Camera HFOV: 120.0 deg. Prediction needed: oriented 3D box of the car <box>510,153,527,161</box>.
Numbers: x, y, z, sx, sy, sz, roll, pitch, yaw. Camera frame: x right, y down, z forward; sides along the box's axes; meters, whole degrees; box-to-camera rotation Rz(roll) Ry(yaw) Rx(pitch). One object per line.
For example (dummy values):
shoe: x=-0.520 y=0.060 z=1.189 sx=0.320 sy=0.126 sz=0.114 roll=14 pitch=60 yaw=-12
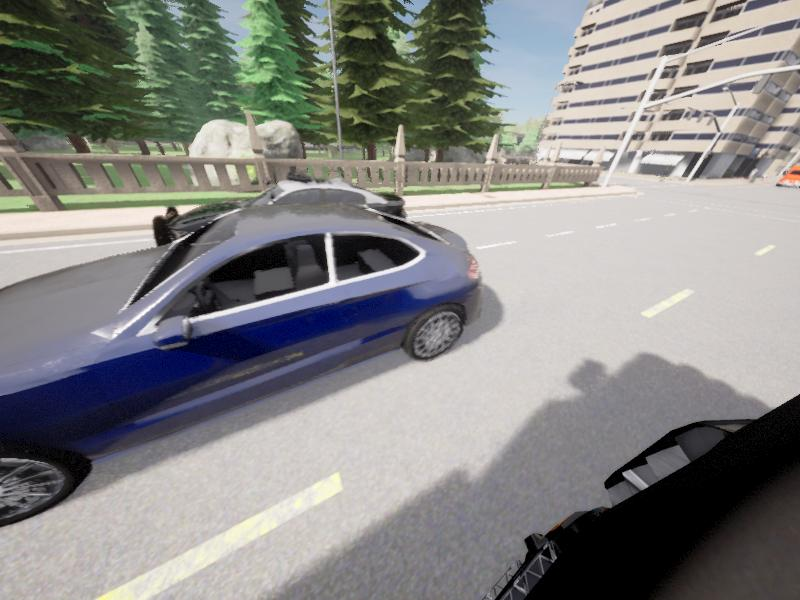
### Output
car: x=41.924 y=-50.491 z=81.679 sx=5.566 sy=2.045 sz=2.150 roll=-14 pitch=37 yaw=-24

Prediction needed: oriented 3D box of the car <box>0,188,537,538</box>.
car: x=-1.358 y=-0.118 z=2.578 sx=5.027 sy=1.651 sz=2.152 roll=-14 pitch=37 yaw=-24

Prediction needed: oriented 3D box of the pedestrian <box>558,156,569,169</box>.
pedestrian: x=29.951 y=-25.174 z=42.314 sx=0.751 sy=1.860 sz=0.751 roll=-14 pitch=37 yaw=-23

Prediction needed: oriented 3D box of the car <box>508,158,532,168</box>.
car: x=22.878 y=-26.326 z=44.252 sx=1.994 sy=1.385 sz=4.181 roll=-1 pitch=34 yaw=-6

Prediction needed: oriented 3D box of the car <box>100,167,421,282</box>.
car: x=-2.316 y=-2.063 z=5.422 sx=5.238 sy=1.638 sz=1.930 roll=-14 pitch=37 yaw=-24

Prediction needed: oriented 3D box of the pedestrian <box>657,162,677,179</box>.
pedestrian: x=34.890 y=-16.874 z=30.166 sx=0.751 sy=1.860 sz=0.751 roll=-11 pitch=36 yaw=-20

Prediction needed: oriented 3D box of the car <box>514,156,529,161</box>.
car: x=41.219 y=-47.886 z=78.233 sx=4.674 sy=1.442 sz=1.812 roll=-14 pitch=37 yaw=-24

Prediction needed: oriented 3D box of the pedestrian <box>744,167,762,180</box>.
pedestrian: x=60.157 y=-21.557 z=39.370 sx=0.751 sy=1.860 sz=0.751 roll=-18 pitch=39 yaw=-28

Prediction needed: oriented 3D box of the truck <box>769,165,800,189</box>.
truck: x=51.596 y=-15.850 z=29.836 sx=5.204 sy=2.467 sz=2.627 roll=-14 pitch=37 yaw=-24

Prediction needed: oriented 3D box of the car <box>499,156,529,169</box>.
car: x=19.852 y=-24.239 z=40.582 sx=2.242 sy=1.667 sz=4.611 roll=-5 pitch=34 yaw=-11
